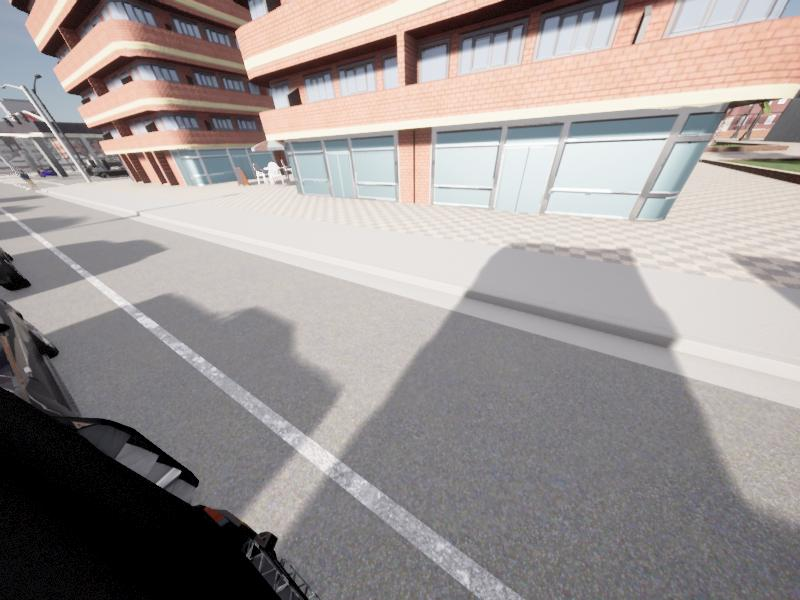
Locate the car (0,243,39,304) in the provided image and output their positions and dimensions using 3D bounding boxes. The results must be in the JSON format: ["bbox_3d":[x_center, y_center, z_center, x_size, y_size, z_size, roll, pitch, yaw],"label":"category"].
[{"bbox_3d":[-9.768,-0.940,4.406,4.553,1.767,2.097,16,38,26],"label":"car"}]

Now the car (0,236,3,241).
[{"bbox_3d":[-16.662,-2.888,7.982,5.027,1.651,2.152,16,38,26],"label":"car"}]

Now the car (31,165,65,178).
[{"bbox_3d":[-60.550,-22.117,39.745,4.611,1.667,2.242,17,38,26],"label":"car"}]

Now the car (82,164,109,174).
[{"bbox_3d":[-58.291,-25.018,44.227,3.806,1.475,1.970,17,38,26],"label":"car"}]

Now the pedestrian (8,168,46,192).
[{"bbox_3d":[-34.321,-11.083,21.295,0.751,1.860,0.751,-15,36,-17],"label":"pedestrian"}]

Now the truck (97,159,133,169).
[{"bbox_3d":[-85.175,-40.626,69.118,2.390,2.098,6.274,16,38,26],"label":"truck"}]

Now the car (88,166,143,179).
[{"bbox_3d":[-41.281,-18.612,33.647,1.895,1.301,4.718,16,38,25],"label":"car"}]

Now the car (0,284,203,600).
[{"bbox_3d":[-3.815,1.009,1.503,4.718,1.301,1.895,16,38,26],"label":"car"}]
